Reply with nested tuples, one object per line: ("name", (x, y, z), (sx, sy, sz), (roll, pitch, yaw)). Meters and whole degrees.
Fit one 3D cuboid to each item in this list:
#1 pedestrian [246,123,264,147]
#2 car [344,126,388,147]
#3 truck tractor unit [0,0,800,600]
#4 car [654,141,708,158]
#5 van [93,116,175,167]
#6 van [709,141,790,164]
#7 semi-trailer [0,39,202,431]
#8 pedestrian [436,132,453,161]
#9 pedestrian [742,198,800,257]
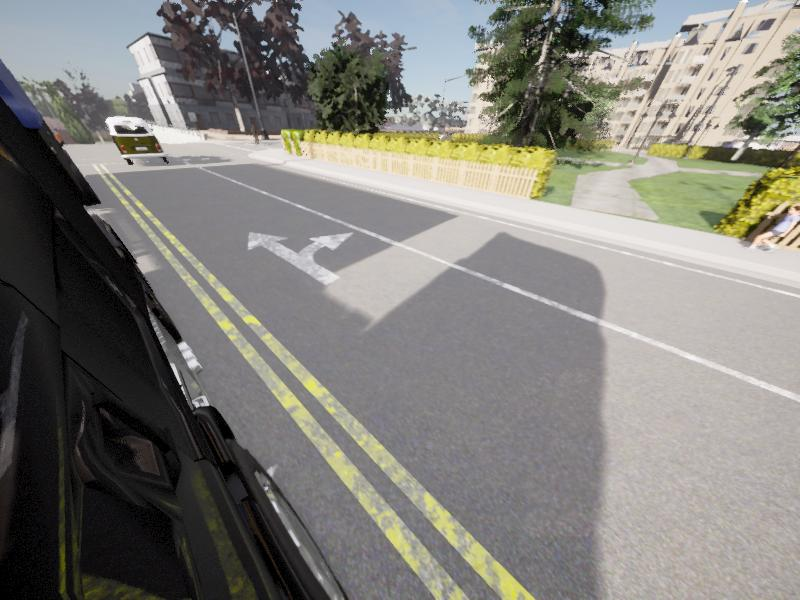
("pedestrian", (-14.475, -16.468, 23.110), (0.751, 1.860, 0.751), (23, 41, 24))
("car", (-4.305, -21.474, 30.359), (2.150, 2.045, 5.566), (29, 44, 31))
("truck tractor unit", (-2.645, -0.295, 0.351), (6.516, 4.208, 3.053), (28, 44, 30))
("car", (48.504, -26.154, 40.119), (5.566, 2.045, 2.150), (29, 44, 31))
("van", (-14.948, -9.101, 13.123), (2.069, 2.038, 4.480), (-29, 47, -33))
("van", (54.175, -23.137, 36.146), (6.366, 2.431, 2.351), (29, 44, 31))
("semi-trailer", (-8.718, -3.597, 4.200), (14.254, 4.402, 2.717), (28, 44, 29))
("pedestrian", (3.463, -11.939, 18.004), (0.751, 1.860, 0.751), (-14, 40, -21))
("pedestrian", (8.625, -1.616, 5.183), (0.500, 1.100, 0.500), (29, 44, 31))
